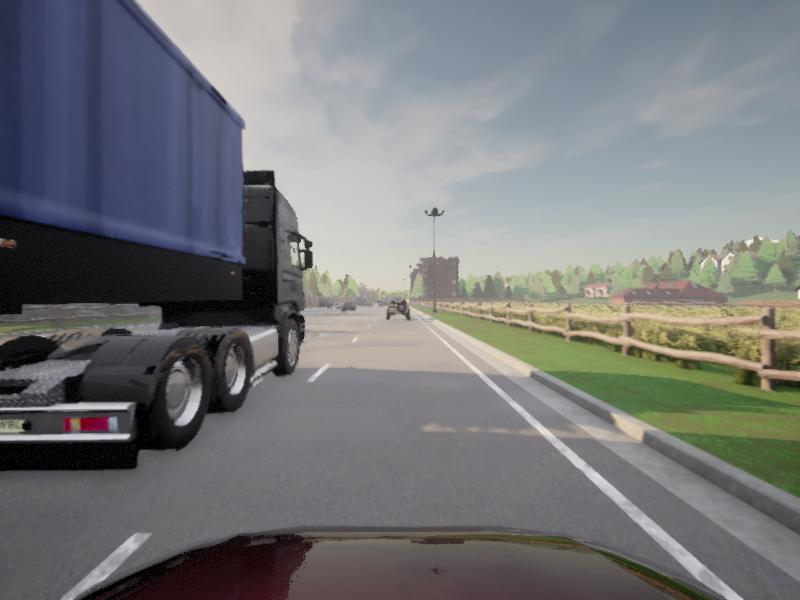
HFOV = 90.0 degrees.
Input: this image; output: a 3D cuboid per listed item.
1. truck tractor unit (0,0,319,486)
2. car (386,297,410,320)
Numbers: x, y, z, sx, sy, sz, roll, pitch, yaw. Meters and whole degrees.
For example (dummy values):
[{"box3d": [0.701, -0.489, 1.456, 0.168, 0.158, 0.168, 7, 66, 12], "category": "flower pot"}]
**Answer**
[{"box3d": [-3.532, -0.524, 6.652, 3.053, 4.208, 6.516, -1, 0, 0], "category": "truck tractor unit"}, {"box3d": [-0.146, 0.663, 34.580, 1.932, 1.855, 4.605, 0, 0, 0], "category": "car"}]
